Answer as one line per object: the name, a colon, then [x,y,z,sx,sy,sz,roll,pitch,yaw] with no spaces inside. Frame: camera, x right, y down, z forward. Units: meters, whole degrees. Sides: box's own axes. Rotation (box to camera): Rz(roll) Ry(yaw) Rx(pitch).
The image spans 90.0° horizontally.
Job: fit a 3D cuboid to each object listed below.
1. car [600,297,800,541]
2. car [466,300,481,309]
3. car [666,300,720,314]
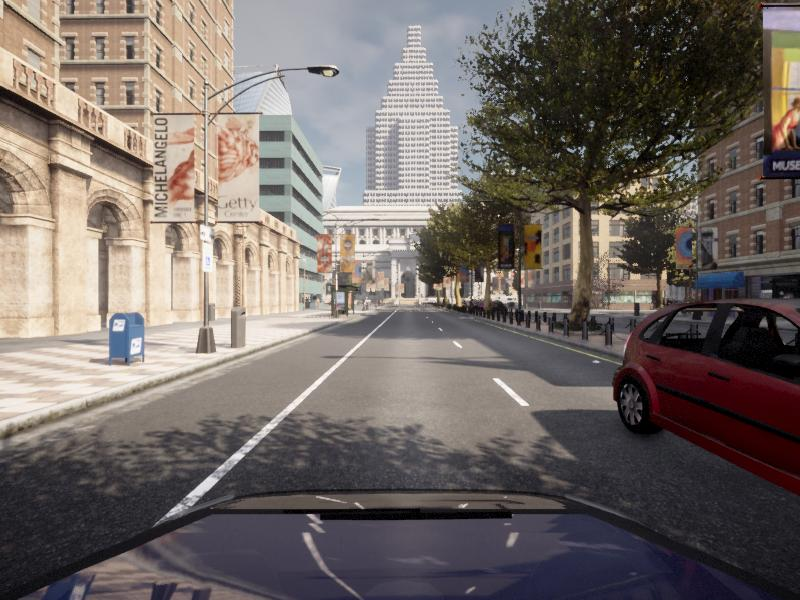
car: [3.587,0.788,3.390,1.851,1.617,3.988,0,0,1]
car: [12.915,0.823,70.753,1.882,1.535,5.008,0,0,1]
car: [34.731,0.826,47.556,4.974,1.542,2.038,0,0,-1]
